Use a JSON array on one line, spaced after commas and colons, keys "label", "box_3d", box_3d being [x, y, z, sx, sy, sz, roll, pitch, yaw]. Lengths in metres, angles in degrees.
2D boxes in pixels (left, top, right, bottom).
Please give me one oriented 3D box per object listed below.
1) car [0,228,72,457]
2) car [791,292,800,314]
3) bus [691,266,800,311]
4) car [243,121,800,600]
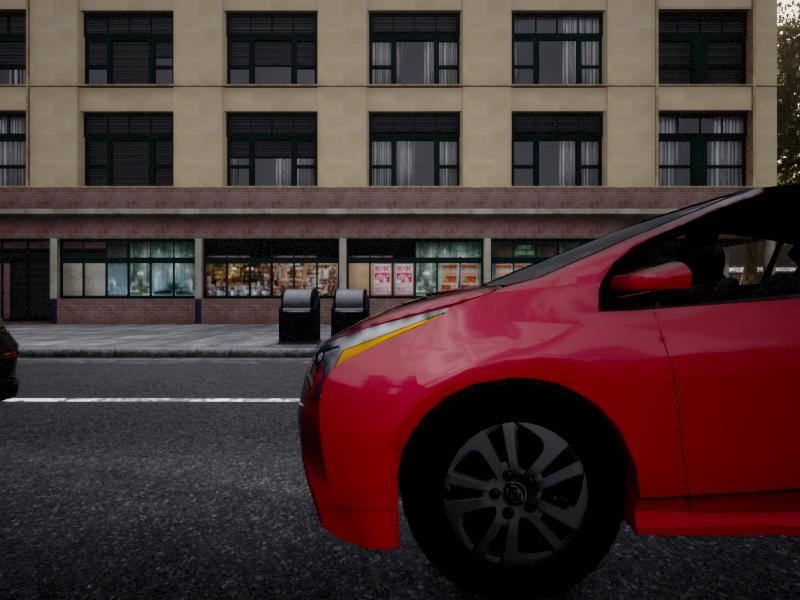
[{"label": "car", "box_3d": [-4.859, 0.270, 2.172, 4.674, 1.442, 1.812, 0, 0, 0]}, {"label": "car", "box_3d": [29.894, 0.201, 26.977, 1.801, 1.575, 5.366, 0, 0, -1]}, {"label": "bus", "box_3d": [35.887, -1.132, 40.213, 10.273, 4.253, 3.944, 0, 0, 0]}, {"label": "car", "box_3d": [1.791, 0.228, 2.195, 4.514, 1.525, 2.007, 0, 0, 0]}]
